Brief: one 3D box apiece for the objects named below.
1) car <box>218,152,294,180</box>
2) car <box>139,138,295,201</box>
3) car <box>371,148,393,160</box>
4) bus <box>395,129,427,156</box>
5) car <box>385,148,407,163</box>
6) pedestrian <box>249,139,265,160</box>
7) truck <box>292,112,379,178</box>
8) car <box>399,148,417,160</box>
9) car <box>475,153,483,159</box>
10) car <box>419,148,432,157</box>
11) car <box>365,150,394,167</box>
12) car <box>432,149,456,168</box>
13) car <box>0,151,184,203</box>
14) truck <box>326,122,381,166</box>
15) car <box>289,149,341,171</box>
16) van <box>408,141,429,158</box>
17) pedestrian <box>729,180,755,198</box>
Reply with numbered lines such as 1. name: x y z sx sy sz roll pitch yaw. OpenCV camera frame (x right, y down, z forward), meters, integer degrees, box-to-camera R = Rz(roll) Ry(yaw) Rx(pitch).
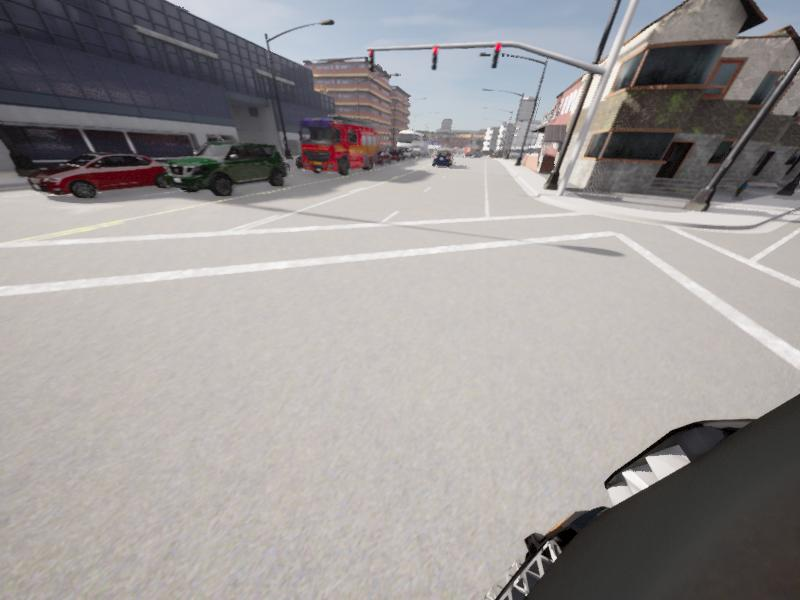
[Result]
1. car: -9.986 -9.632 16.449 1.994 1.385 4.181 12 35 14
2. car: -8.086 -6.512 11.296 2.150 2.045 5.566 12 34 13
3. car: -2.747 -22.943 36.126 1.994 1.385 4.181 11 36 12
4. bus: 2.493 -33.249 49.141 3.944 4.253 10.273 11 34 13
5. car: -0.493 -20.274 32.342 1.816 1.474 4.193 11 36 13
6. pedestrian: -15.806 -16.600 25.548 0.751 1.860 0.751 13 35 14
7. truck: -4.757 -13.131 19.742 2.891 3.827 8.468 11 35 13
8. car: 1.323 -23.617 37.246 1.970 1.475 3.806 12 36 13
9. car: 24.524 -44.682 71.519 1.994 1.385 4.181 11 33 13
10. car: 5.415 -31.315 48.973 1.812 1.442 4.674 10 34 11
11. car: -2.281 -16.890 27.434 1.812 1.442 4.674 12 36 13
12. car: 5.602 -17.899 29.129 2.242 1.667 4.611 11 36 13
13. car: -12.373 -5.363 9.782 1.816 1.474 4.193 12 35 13
14. truck: -5.263 -19.220 28.517 2.891 3.827 8.468 12 36 13
15. car: -7.908 -13.482 22.082 2.038 1.542 4.974 12 35 13
16. van: 3.475 -27.894 42.814 2.351 2.431 6.366 11 35 13
17. pedestrian: 24.207 -7.871 16.354 0.500 1.100 0.500 -13 37 -22
